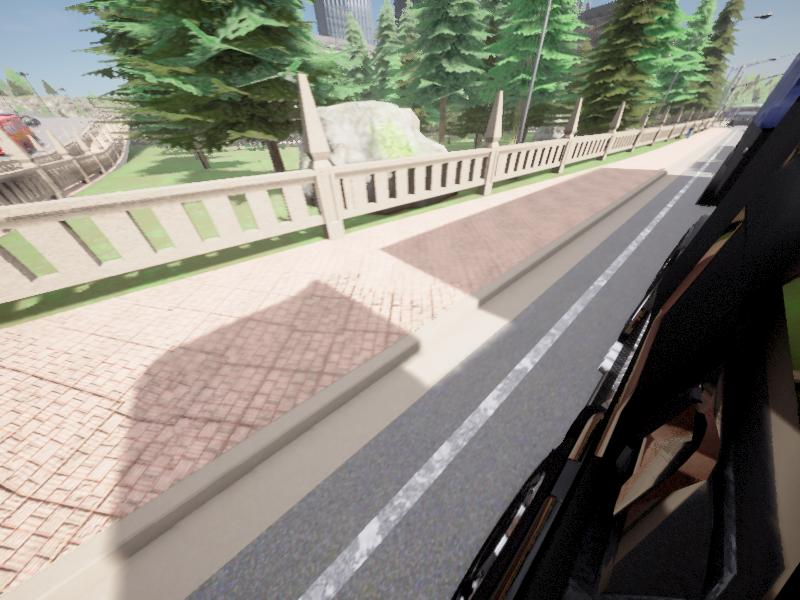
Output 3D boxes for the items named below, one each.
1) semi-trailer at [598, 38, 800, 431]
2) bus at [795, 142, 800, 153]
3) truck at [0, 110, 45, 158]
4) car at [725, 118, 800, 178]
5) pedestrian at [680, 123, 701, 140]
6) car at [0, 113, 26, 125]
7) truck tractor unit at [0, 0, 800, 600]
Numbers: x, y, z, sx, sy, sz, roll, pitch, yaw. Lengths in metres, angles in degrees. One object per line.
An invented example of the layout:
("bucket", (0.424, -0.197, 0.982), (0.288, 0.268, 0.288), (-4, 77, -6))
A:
("semi-trailer", (8.696, -3.596, 4.245), (14.254, 4.402, 2.717), (-28, 43, -30))
("bus", (25.315, -9.538, 11.332), (10.273, 4.253, 3.944), (-28, 43, -30))
("truck", (-47.867, -20.209, 27.917), (2.891, 3.827, 8.468), (-28, 50, -30))
("car", (16.896, -6.907, 10.314), (4.605, 1.855, 1.932), (-28, 43, -30))
("pedestrian", (29.053, -16.842, 23.111), (0.751, 1.300, 0.751), (-28, 43, -30))
("car", (-76.946, -35.865, 45.651), (1.882, 1.535, 5.008), (-28, 50, -30))
("truck tractor unit", (2.645, -0.295, 0.352), (6.516, 4.208, 3.053), (-28, 44, -30))
